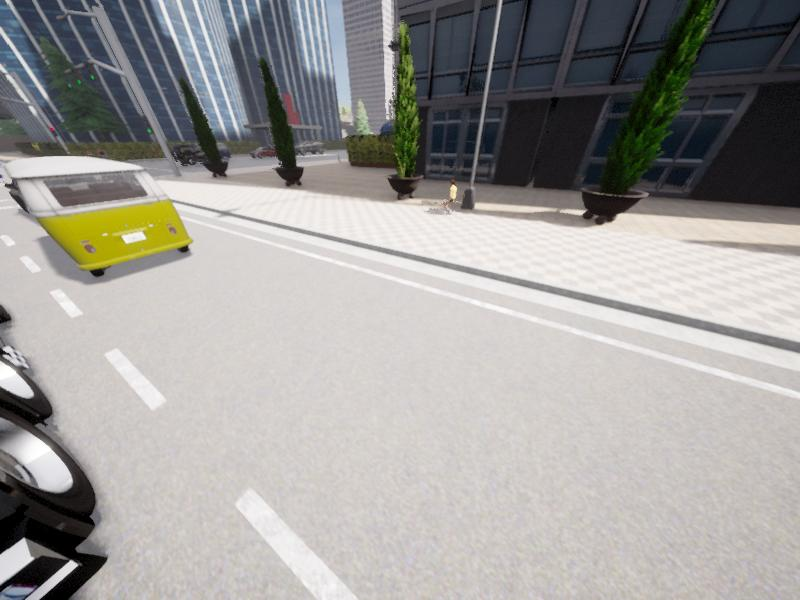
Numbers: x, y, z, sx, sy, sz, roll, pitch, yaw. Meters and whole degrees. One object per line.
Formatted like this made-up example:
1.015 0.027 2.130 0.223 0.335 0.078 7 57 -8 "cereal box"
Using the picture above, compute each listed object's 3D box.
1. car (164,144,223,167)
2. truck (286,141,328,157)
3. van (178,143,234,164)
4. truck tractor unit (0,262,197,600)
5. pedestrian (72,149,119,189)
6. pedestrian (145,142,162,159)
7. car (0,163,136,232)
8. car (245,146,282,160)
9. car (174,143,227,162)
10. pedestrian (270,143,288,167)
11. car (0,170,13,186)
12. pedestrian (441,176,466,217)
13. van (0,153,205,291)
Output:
-21.902 -15.513 24.722 1.905 1.878 3.866 18 39 24 "car"
-15.693 -25.944 39.460 2.390 2.098 6.274 18 39 24 "truck"
-23.489 -18.005 28.223 1.775 1.987 4.442 18 39 24 "van"
-5.115 -0.294 0.794 6.516 4.208 3.053 18 39 25 "truck tractor unit"
-16.808 -7.253 12.829 0.751 1.860 0.751 -28 43 -33 "pedestrian"
-33.616 -20.409 31.535 0.751 1.860 0.751 18 39 24 "pedestrian"
-12.155 -3.849 8.254 4.514 1.525 2.007 18 39 24 "car"
-19.794 -21.530 33.701 1.816 1.474 4.193 18 39 24 "car"
-26.030 -19.449 30.404 1.932 1.855 4.605 18 39 24 "car"
-11.135 -13.352 21.274 0.751 1.860 0.751 16 38 22 "pedestrian"
-26.458 -6.915 12.289 2.150 2.045 5.566 18 39 24 "car"
1.728 -3.387 7.567 0.500 1.100 0.500 25 42 32 "pedestrian"
-6.957 -2.113 5.330 4.442 1.987 1.775 21 40 27 "van"
